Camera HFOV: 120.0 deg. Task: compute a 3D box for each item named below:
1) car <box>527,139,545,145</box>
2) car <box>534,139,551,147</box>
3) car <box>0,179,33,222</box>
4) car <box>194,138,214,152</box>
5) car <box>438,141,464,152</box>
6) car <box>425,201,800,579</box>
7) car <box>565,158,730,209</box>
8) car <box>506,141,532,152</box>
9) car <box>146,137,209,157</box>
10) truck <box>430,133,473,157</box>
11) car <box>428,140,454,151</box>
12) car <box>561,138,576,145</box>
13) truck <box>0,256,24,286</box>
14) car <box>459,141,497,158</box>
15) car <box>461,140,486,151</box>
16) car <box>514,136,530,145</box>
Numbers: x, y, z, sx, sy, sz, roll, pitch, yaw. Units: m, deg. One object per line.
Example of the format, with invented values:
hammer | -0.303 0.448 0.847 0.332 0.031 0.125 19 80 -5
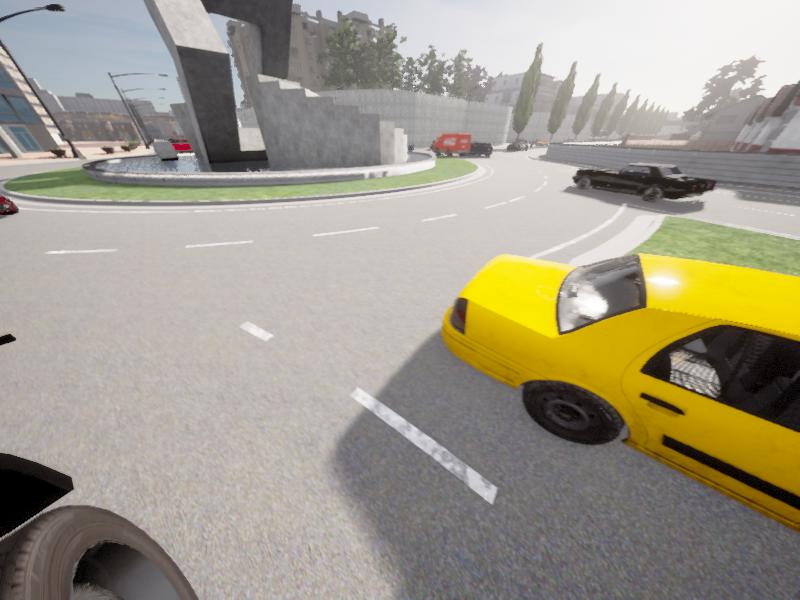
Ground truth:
car | 43.640 -50.847 74.347 4.674 1.442 1.812 13 37 13
car | 38.539 -42.533 62.462 5.366 1.575 1.801 -27 43 -32
car | -14.786 -3.158 7.083 4.181 1.385 1.994 8 36 11
car | -34.035 -27.025 40.153 1.905 1.878 3.866 -21 41 -27
car | 9.267 -27.943 42.007 4.674 1.442 1.812 -25 43 -31
car | 2.983 0.660 1.607 5.366 1.575 1.801 23 41 30
car | 10.674 -5.517 10.570 1.895 1.301 4.718 -13 37 -18
car | 21.514 -27.789 41.761 4.974 1.542 2.038 -27 43 -33
car | -30.128 -21.010 31.567 2.150 2.045 5.566 19 40 25
truck | 6.761 -20.787 31.020 2.627 2.467 5.204 -19 39 -25
car | 7.991 -29.965 44.773 4.974 1.542 2.038 -26 43 -32
car | 53.184 -49.949 72.782 4.856 1.649 2.033 -27 43 -32
truck | -11.716 -1.825 3.095 8.468 3.827 2.891 9 36 12
car | 10.481 -20.577 31.485 2.033 1.649 4.856 -16 39 -21
car | 14.570 -30.493 45.543 4.974 1.542 2.038 -26 43 -32
car | 38.649 -50.736 73.404 1.905 1.878 3.866 -18 43 -24
